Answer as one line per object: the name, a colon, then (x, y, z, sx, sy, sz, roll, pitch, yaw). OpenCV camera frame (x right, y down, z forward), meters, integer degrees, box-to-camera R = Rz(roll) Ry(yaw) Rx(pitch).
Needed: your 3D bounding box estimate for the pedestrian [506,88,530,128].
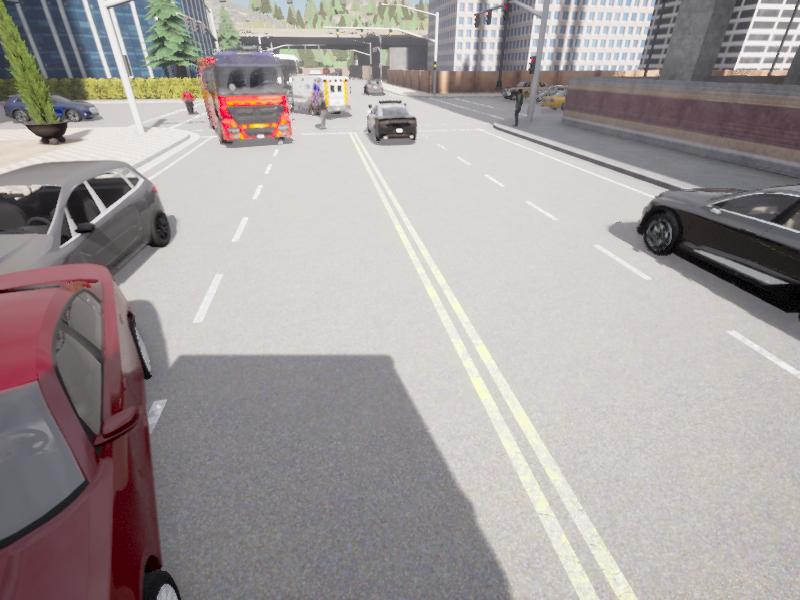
pedestrian: (6.339, -10.362, 21.544, 0.751, 1.860, 0.751, 22, 37, 32)

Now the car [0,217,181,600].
car: (-2.899, 1.022, 2.741, 1.882, 1.535, 5.008, -17, 34, -27)

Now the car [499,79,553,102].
car: (12.638, -21.122, 40.281, 4.605, 1.855, 1.932, -4, 31, -7)

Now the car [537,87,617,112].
car: (13.815, -15.720, 31.324, 5.366, 1.575, 1.801, -6, 31, -9)

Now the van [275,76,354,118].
van: (-6.291, -14.895, 29.128, 2.351, 2.431, 6.366, -25, 38, -36)

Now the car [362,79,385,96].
car: (-3.339, -26.632, 49.964, 2.242, 1.667, 4.611, -5, 31, -9)

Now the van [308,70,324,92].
van: (-12.223, -31.885, 58.123, 1.988, 2.561, 5.915, -5, 31, -9)

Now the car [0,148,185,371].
car: (-5.441, -1.006, 6.111, 2.242, 1.667, 4.611, -4, 30, -7)

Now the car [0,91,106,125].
car: (-22.093, -12.211, 25.370, 4.856, 1.649, 2.033, -6, 31, -9)

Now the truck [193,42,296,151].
truck: (-7.822, -10.114, 19.561, 2.891, 3.827, 8.468, -14, 33, -23)

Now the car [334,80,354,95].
car: (-7.273, -27.607, 51.807, 2.128, 1.511, 4.902, -5, 31, -9)

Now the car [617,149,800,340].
car: (5.924, -0.913, 5.947, 2.033, 1.649, 4.856, -5, 31, -9)

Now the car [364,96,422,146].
car: (-0.496, -8.859, 19.557, 1.930, 1.638, 5.238, -5, 31, -9)

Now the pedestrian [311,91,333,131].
pedestrian: (-4.178, -10.184, 21.571, 0.751, 1.860, 0.751, 7, 31, 12)

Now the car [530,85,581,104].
car: (14.555, -19.341, 37.624, 3.806, 1.475, 1.970, -5, 31, -8)

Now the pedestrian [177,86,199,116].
pedestrian: (-14.835, -13.950, 28.048, 0.751, 1.860, 0.751, -6, 31, -9)

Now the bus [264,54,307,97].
bus: (-13.973, -27.965, 49.718, 3.944, 4.253, 10.273, -5, 31, -9)
